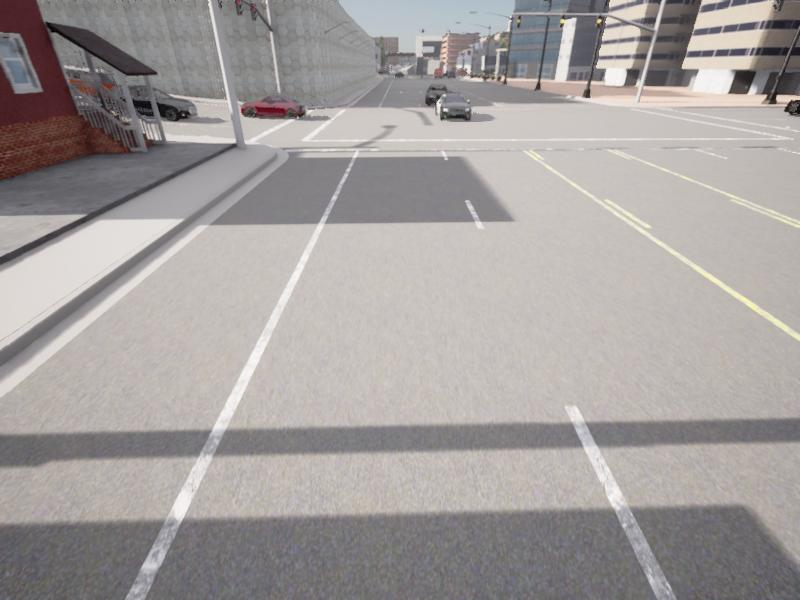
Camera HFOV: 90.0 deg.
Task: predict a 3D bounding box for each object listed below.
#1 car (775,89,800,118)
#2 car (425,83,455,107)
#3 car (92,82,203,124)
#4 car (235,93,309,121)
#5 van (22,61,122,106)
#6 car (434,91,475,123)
[{"bbox_3d":[28.849,-13.160,26.722,5.238,1.638,1.930,0,30,0],"label":"car"},{"bbox_3d":[3.490,-18.552,36.106,2.242,1.667,4.611,0,30,0],"label":"car"},{"bbox_3d":[-14.591,-11.553,23.433,4.856,1.649,2.033,4,30,-2],"label":"car"},{"bbox_3d":[-8.407,-12.848,26.591,4.181,1.385,1.994,3,30,1],"label":"car"},{"bbox_3d":[-21.179,-14.097,26.048,4.442,1.987,1.775,6,30,-5],"label":"van"},{"bbox_3d":[3.493,-12.833,26.450,2.038,1.542,4.974,0,30,0],"label":"car"}]
